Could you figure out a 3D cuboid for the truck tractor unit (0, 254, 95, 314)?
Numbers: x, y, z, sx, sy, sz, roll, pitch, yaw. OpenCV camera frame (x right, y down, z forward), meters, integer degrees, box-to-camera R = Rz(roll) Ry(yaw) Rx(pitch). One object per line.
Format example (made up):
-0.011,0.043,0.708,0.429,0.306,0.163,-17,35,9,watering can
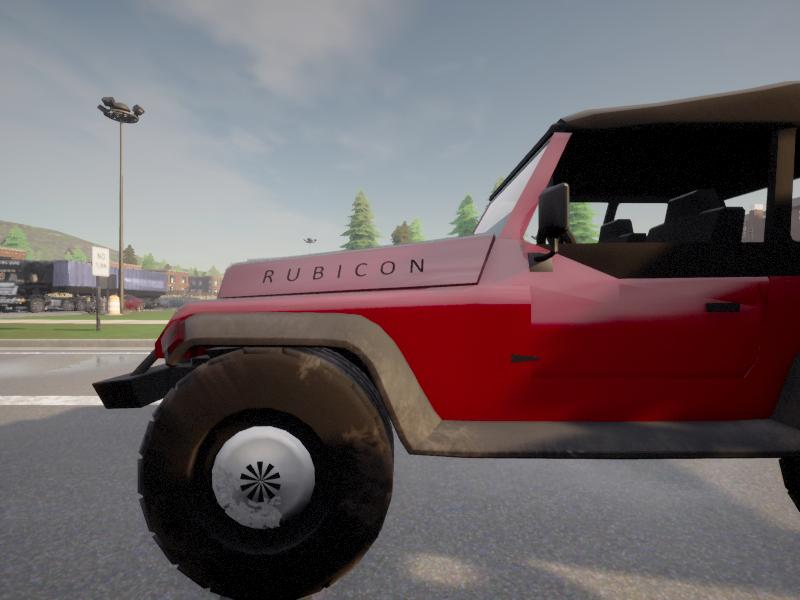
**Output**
-28.262,-1.148,31.753,3.053,4.208,6.516,2,0,-1,truck tractor unit

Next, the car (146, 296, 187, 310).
-24.936,0.307,42.842,1.994,1.385,4.181,0,0,-1,car

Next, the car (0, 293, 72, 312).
-31.843,0.226,35.149,2.038,1.542,4.974,0,0,-1,car

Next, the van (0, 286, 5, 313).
-31.764,-0.029,28.914,2.069,2.038,4.480,0,0,-1,van

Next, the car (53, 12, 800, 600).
0.853,0.046,2.203,3.866,1.878,1.905,0,0,0,car

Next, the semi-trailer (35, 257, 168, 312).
-28.397,-1.231,39.678,2.717,4.402,14.254,0,0,-1,semi-trailer

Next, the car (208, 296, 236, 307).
-25.103,0.243,56.693,1.837,1.490,4.892,0,0,-1,car

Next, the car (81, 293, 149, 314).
-21.278,0.269,30.123,1.812,1.442,4.674,0,0,-1,car
